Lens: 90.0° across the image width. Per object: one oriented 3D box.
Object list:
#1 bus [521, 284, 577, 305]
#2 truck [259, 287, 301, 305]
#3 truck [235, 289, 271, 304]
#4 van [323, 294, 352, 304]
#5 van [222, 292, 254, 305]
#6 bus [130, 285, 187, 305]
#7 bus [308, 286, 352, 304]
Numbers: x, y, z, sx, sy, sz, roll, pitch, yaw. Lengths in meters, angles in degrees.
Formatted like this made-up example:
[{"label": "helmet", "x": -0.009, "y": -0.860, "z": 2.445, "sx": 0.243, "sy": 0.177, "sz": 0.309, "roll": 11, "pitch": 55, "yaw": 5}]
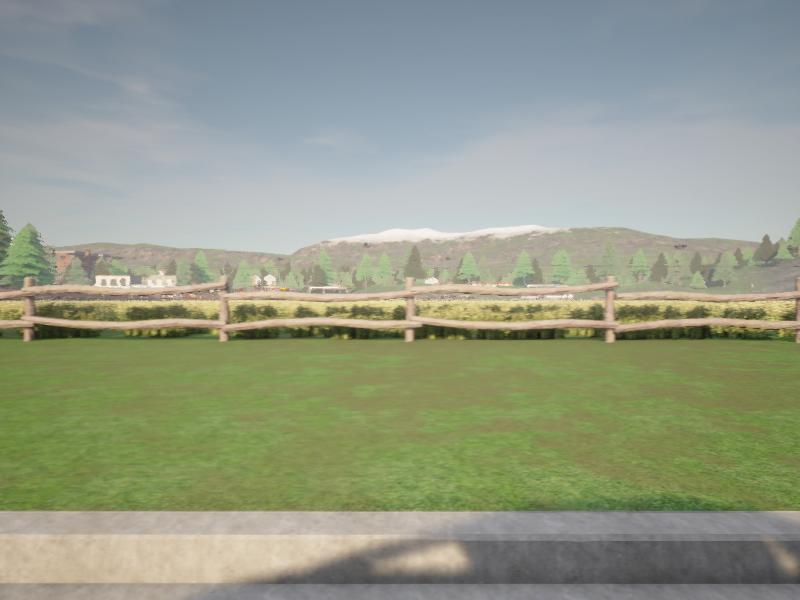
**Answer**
[{"label": "bus", "x": 31.469, "y": -1.127, "z": 84.928, "sx": 10.273, "sy": 4.253, "sz": 3.944, "roll": 0, "pitch": 0, "yaw": 0}, {"label": "truck", "x": -26.287, "y": -0.935, "z": 88.029, "sx": 8.468, "sy": 3.827, "sz": 2.891, "roll": 0, "pitch": 0, "yaw": 0}, {"label": "truck", "x": -39.028, "y": -0.940, "z": 106.078, "sx": 8.468, "sy": 3.827, "sz": 2.891, "roll": 0, "pitch": 0, "yaw": -37}, {"label": "van", "x": -14.803, "y": -0.233, "z": 95.086, "sx": 6.366, "sy": 2.431, "sz": 2.351, "roll": 0, "pitch": 0, "yaw": 0}, {"label": "van", "x": -34.123, "y": -0.313, "z": 84.493, "sx": 5.915, "sy": 2.561, "sz": 1.988, "roll": 0, "pitch": 0, "yaw": 0}, {"label": "bus", "x": -53.015, "y": -1.159, "z": 88.029, "sx": 10.273, "sy": 4.253, "sz": 3.944, "roll": 0, "pitch": 0, "yaw": 0}, {"label": "bus", "x": -17.141, "y": -1.145, "z": 98.698, "sx": 10.273, "sy": 4.253, "sz": 3.944, "roll": 0, "pitch": 0, "yaw": 0}]
